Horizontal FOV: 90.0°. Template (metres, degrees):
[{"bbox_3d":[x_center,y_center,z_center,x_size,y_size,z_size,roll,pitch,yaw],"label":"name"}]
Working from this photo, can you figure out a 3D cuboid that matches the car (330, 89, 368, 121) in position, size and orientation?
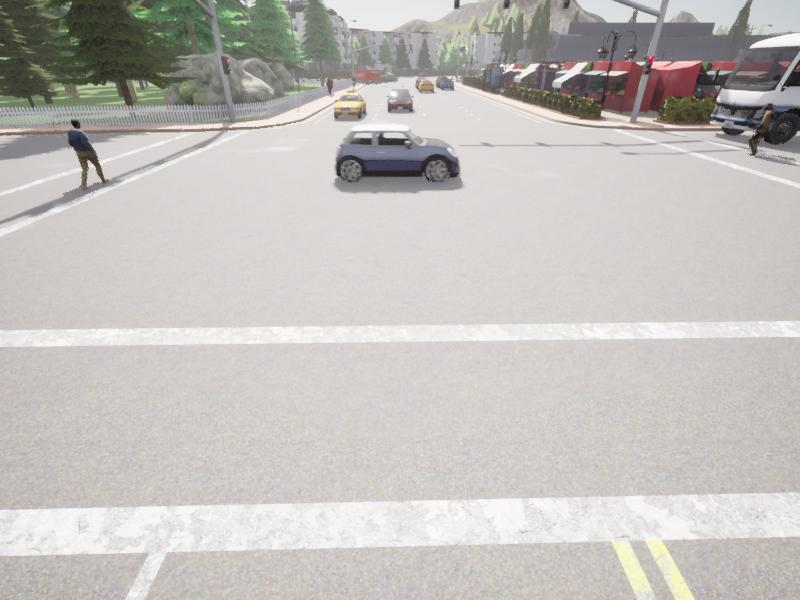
[{"bbox_3d":[-3.448,-13.694,27.906,1.801,1.575,5.366,1,30,1],"label":"car"}]

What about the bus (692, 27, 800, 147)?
[{"bbox_3d":[20.116,-9.386,17.770,10.273,4.253,3.944,0,30,0],"label":"bus"}]

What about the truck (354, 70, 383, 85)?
[{"bbox_3d":[-6.198,-43.637,78.303,5.204,2.467,2.627,22,37,33],"label":"truck"}]

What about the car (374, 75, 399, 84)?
[{"bbox_3d":[-2.777,-46.726,84.614,4.902,1.511,2.128,-17,34,-26],"label":"car"}]

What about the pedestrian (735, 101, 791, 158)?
[{"bbox_3d":[13.471,-6.338,14.879,0.751,1.860,0.751,-18,35,-27],"label":"pedestrian"}]

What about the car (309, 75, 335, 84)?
[{"bbox_3d":[-15.553,-44.076,80.016,4.892,1.490,1.837,1,30,1],"label":"car"}]

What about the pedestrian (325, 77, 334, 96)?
[{"bbox_3d":[-7.744,-23.497,44.067,0.751,1.860,0.751,0,30,0],"label":"pedestrian"}]

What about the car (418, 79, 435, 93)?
[{"bbox_3d":[3.550,-28.940,54.060,1.882,1.535,5.008,0,30,0],"label":"car"}]

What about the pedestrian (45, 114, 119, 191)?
[{"bbox_3d":[-8.598,-4.020,10.911,0.751,1.860,0.751,2,30,4],"label":"pedestrian"}]

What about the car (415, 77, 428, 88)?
[{"bbox_3d":[3.510,-35.775,65.766,1.882,1.535,5.008,0,30,0],"label":"car"}]

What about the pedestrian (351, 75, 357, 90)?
[{"bbox_3d":[-6.518,-30.808,56.588,0.751,1.860,0.751,0,30,1],"label":"pedestrian"}]

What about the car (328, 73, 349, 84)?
[{"bbox_3d":[-12.658,-45.962,82.883,3.866,1.878,1.905,1,30,1],"label":"car"}]

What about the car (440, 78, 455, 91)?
[{"bbox_3d":[7.010,-32.054,59.455,1.816,1.474,4.193,0,30,0],"label":"car"}]

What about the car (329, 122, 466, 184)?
[{"bbox_3d":[-0.095,-4.574,12.355,3.806,1.475,1.970,0,30,-1],"label":"car"}]

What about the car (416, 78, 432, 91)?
[{"bbox_3d":[3.521,-32.304,59.877,2.163,1.488,4.792,0,30,0],"label":"car"}]

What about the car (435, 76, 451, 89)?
[{"bbox_3d":[7.010,-35.414,65.058,2.033,1.649,4.856,0,30,0],"label":"car"}]

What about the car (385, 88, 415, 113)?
[{"bbox_3d":[0.007,-15.981,31.920,2.163,1.488,4.792,0,30,0],"label":"car"}]
